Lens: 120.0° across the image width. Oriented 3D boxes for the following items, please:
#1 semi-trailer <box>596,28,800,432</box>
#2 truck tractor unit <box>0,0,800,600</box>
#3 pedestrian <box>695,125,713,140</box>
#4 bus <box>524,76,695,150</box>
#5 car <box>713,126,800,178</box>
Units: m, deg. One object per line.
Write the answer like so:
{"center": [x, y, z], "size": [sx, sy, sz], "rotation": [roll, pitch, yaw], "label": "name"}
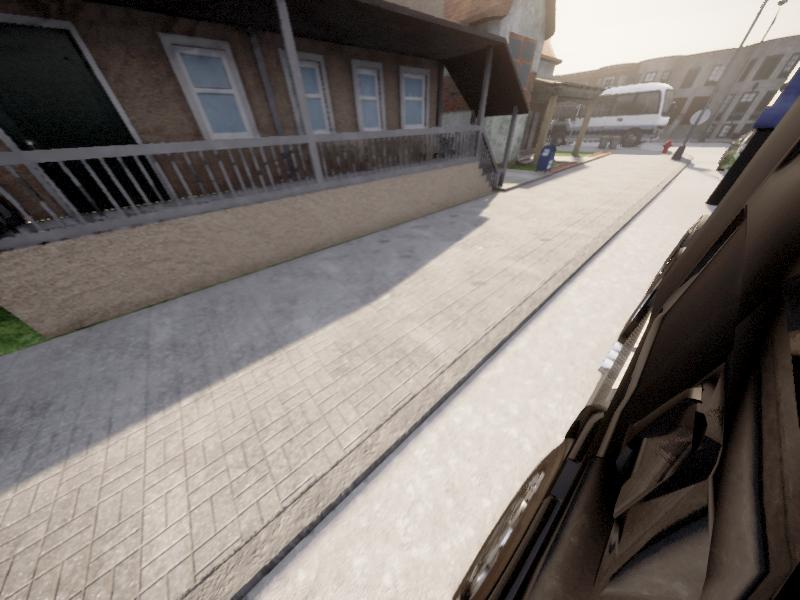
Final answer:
{"center": [8.795, -3.535, 4.133], "size": [14.254, 4.402, 2.717], "rotation": [-27, 43, -29], "label": "semi-trailer"}
{"center": [2.645, -0.295, 0.351], "size": [6.516, 4.208, 3.053], "rotation": [-28, 44, -30], "label": "truck tractor unit"}
{"center": [29.013, -15.997, 22.070], "size": [0.500, 1.100, 0.500], "rotation": [-21, 41, -23], "label": "pedestrian"}
{"center": [18.133, -16.757, 21.361], "size": [3.944, 4.253, 10.273], "rotation": [-29, 44, -30], "label": "bus"}
{"center": [16.242, -6.772, 10.405], "size": [4.514, 1.525, 2.007], "rotation": [-30, 45, -32], "label": "car"}
